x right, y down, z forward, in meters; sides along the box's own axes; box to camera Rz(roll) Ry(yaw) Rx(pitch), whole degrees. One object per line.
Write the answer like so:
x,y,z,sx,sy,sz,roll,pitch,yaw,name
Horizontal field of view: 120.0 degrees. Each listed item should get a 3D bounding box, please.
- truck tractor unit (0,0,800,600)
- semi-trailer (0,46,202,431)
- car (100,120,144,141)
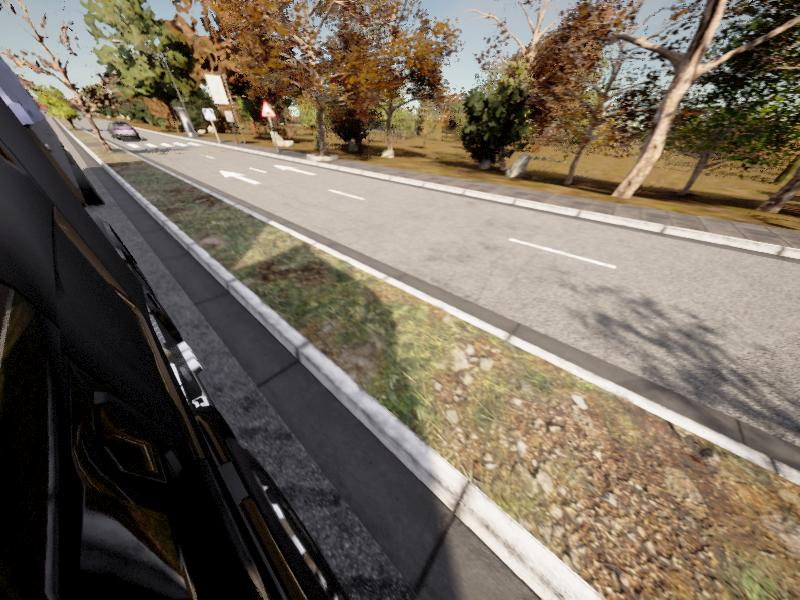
-2.645,-0.295,0.351,6.516,4.208,3.053,28,44,30,truck tractor unit
-8.710,-3.577,4.246,14.254,4.402,2.717,28,44,30,semi-trailer
-30.371,-18.541,25.244,4.856,1.649,2.033,28,44,30,car
